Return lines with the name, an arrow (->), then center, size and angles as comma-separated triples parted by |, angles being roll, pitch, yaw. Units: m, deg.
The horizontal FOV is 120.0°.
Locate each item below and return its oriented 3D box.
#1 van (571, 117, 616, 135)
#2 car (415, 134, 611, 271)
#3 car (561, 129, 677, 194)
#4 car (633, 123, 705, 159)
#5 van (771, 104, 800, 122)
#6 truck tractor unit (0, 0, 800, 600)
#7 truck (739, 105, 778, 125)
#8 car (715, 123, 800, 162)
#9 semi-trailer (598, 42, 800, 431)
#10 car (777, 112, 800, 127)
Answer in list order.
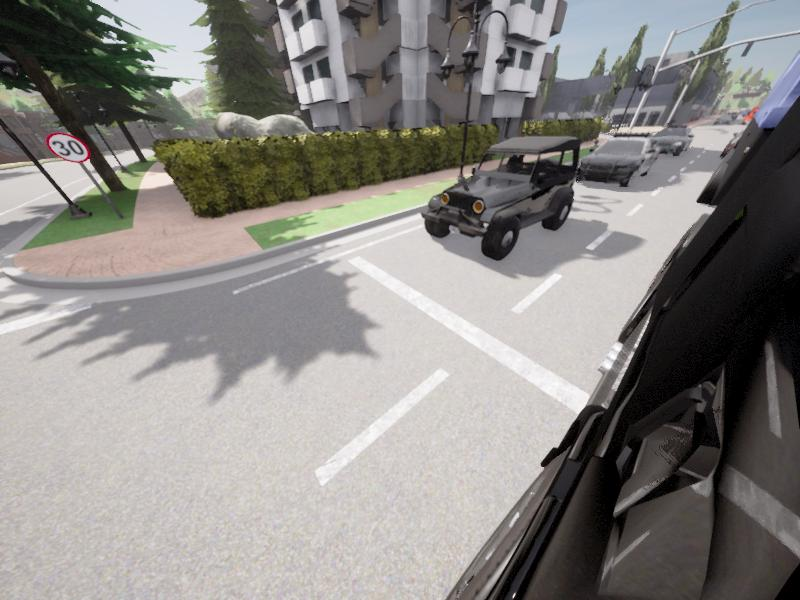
van -> 28.944, -26.037, 34.696 | 1.775, 1.987, 4.442 | -31, 45, -32
car -> 2.438, -2.469, 5.202 | 3.866, 1.878, 1.905 | -27, 43, -28
car -> 9.053, -5.872, 9.495 | 5.238, 1.638, 1.930 | -28, 44, -30
car -> 17.625, -10.454, 15.109 | 4.974, 1.542, 2.038 | -29, 44, -30
van -> 74.944, -36.302, 44.809 | 5.915, 2.561, 1.988 | -28, 44, -30
truck tractor unit -> 2.645, -0.295, 0.351 | 6.516, 4.208, 3.053 | -28, 44, -30
truck -> 60.995, -31.487, 39.421 | 5.204, 2.467, 2.627 | -28, 44, -30
car -> 19.729, -8.811, 12.834 | 3.806, 1.475, 1.970 | -28, 44, -30
semi-trailer -> 8.680, -3.628, 4.229 | 14.254, 4.402, 2.717 | -28, 44, -30
car -> 55.487, -25.373, 32.447 | 4.514, 1.525, 2.007 | -28, 44, -30
